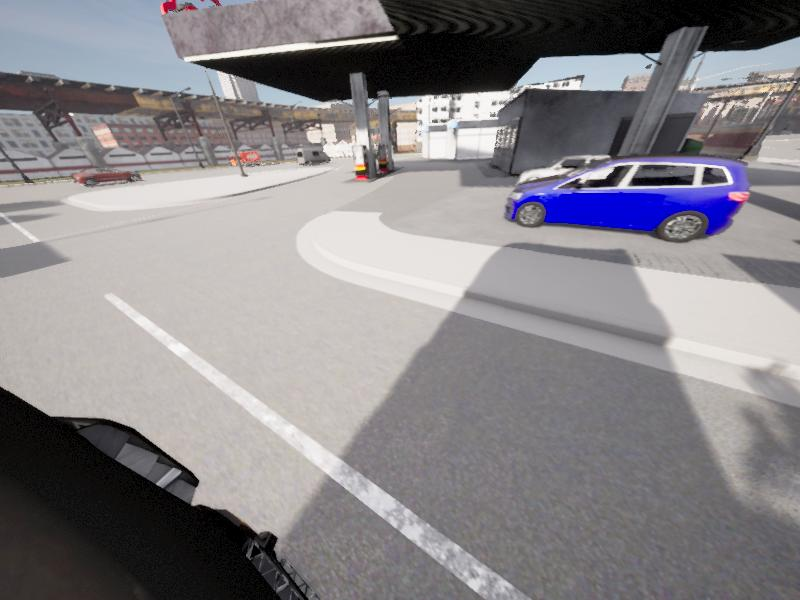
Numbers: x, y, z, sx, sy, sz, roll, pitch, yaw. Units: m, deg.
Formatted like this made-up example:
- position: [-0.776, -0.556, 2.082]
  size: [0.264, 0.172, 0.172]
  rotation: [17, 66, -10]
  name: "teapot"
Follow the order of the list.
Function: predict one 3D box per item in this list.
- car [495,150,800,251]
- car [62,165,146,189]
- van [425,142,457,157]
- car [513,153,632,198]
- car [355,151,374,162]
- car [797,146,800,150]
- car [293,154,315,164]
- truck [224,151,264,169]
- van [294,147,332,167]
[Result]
- position: [5.308, -2.820, 6.062]
  size: [4.611, 1.667, 2.242]
  rotation: [16, 38, 26]
  name: "car"
- position: [-31.419, -13.285, 24.775]
  size: [2.152, 1.651, 5.027]
  rotation: [16, 38, 26]
  name: "car"
- position: [8.951, -33.304, 51.080]
  size: [6.366, 2.431, 2.351]
  rotation: [-5, 34, -3]
  name: "van"
- position: [7.527, -5.732, 10.557]
  size: [3.806, 1.475, 1.970]
  rotation: [16, 38, 26]
  name: "car"
- position: [-7.056, -28.714, 46.097]
  size: [1.930, 1.638, 5.238]
  rotation: [4, 34, 12]
  name: "car"
- position: [44.726, -16.279, 23.194]
  size: [2.150, 2.045, 5.566]
  rotation: [14, 38, 24]
  name: "car"
- position: [-20.785, -30.643, 50.097]
  size: [1.789, 1.549, 3.705]
  rotation: [20, 40, 35]
  name: "car"
- position: [-29.870, -27.052, 44.527]
  size: [2.627, 2.467, 5.204]
  rotation: [12, 38, 25]
  name: "truck"
- position: [-15.149, -25.370, 40.875]
  size: [1.988, 2.561, 5.915]
  rotation: [19, 40, 30]
  name: "van"
